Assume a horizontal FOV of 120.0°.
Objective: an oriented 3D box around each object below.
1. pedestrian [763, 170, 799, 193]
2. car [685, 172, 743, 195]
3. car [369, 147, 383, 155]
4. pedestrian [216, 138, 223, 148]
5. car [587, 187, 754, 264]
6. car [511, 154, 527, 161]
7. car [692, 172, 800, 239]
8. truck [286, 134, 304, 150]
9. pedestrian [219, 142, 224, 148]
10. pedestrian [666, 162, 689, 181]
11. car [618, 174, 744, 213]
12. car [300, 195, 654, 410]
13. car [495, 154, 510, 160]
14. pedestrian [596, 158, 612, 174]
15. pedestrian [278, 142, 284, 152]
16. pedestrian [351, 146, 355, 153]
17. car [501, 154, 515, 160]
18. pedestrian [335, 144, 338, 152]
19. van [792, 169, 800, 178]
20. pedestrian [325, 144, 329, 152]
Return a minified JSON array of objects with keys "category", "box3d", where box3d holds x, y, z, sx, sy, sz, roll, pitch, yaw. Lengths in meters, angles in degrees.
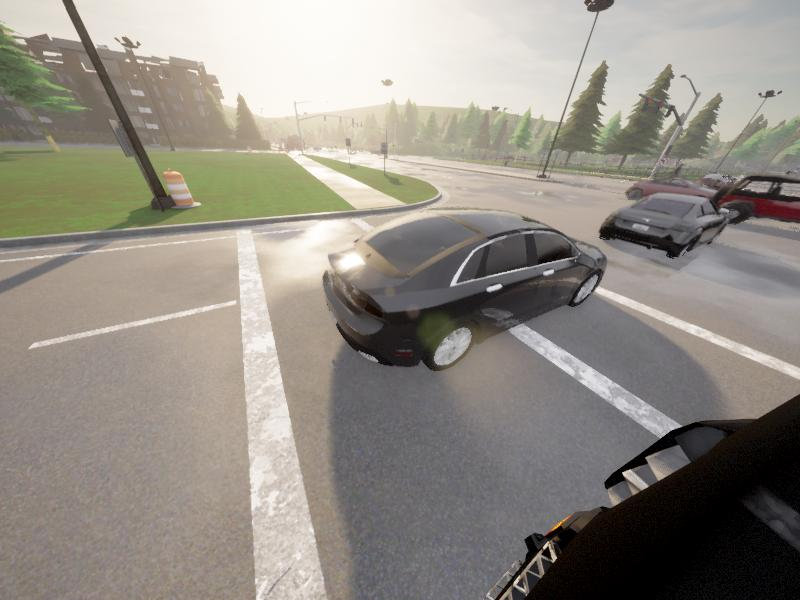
[{"category":"pedestrian","box3d":[35.758,-11.104,21.696,0.751,1.860,0.751,-8,35,-16]},{"category":"car","box3d":[27.170,-10.130,19.988,4.674,1.442,1.812,-16,38,-26]},{"category":"car","box3d":[-6.990,-42.863,66.468,1.930,1.638,5.238,-15,37,-25]},{"category":"pedestrian","box3d":[-42.392,-36.918,54.270,0.751,1.860,0.751,-15,37,-24]},{"category":"car","box3d":[8.242,-2.488,7.091,4.181,1.385,1.994,-16,38,-26]},{"category":"car","box3d":[40.744,-48.651,78.856,4.856,1.649,2.033,-16,38,-26]},{"category":"car","box3d":[14.991,-3.681,8.931,1.905,1.878,3.866,-15,38,-25]},{"category":"truck","box3d":[-32.536,-48.777,71.430,2.891,3.827,8.468,-16,38,-26]},{"category":"pedestrian","box3d":[-42.580,-36.989,55.049,0.500,1.100,0.500,-16,38,-26]},{"category":"pedestrian","box3d":[32.422,-15.000,27.030,0.751,1.860,0.751,-13,37,-23]},{"category":"car","box3d":[16.031,-6.339,13.489,1.994,1.385,4.181,-15,38,-25]},{"category":"car","box3d":[1.346,-0.584,3.572,4.892,1.490,1.837,-15,38,-26]},{"category":"car","box3d":[37.263,-52.007,83.919,5.027,1.651,2.152,-16,38,-26]},{"category":"pedestrian","box3d":[29.019,-19.050,32.866,0.751,1.860,0.751,-13,37,-23]},{"category":"pedestrian","box3d":[-27.626,-35.552,53.624,0.751,1.860,0.751,-15,38,-25]},{"category":"pedestrian","box3d":[-14.148,-45.304,69.543,0.751,1.860,0.751,-22,41,-32]},{"category":"car","box3d":[37.702,-49.979,80.728,3.988,1.617,1.851,-16,38,-26]},{"category":"pedestrian","box3d":[-18.806,-44.898,68.104,0.751,1.860,0.751,-6,34,-13]},{"category":"van","box3d":[96.739,-30.290,54.808,6.366,2.431,2.351,-16,38,-26]},{"category":"pedestrian","box3d":[-20.792,-43.418,65.997,0.751,1.860,0.751,-16,38,-26]}]
